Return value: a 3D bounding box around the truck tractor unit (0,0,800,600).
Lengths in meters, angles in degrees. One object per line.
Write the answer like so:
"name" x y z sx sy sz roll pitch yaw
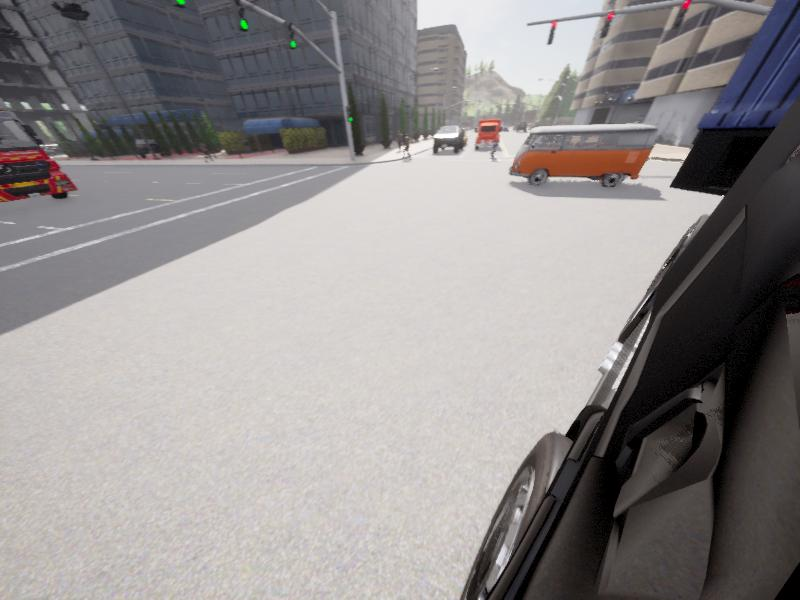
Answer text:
"truck tractor unit" 2.645 -0.295 0.351 6.516 4.208 3.053 -28 44 -30

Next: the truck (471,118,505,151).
"truck" 9.202 -17.353 24.193 2.627 2.467 5.204 9 38 15

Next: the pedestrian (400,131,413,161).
"pedestrian" 0.526 -12.172 18.288 0.751 1.860 0.751 12 39 18

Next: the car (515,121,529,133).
"car" 29.694 -42.292 56.494 2.150 2.045 5.566 9 38 15

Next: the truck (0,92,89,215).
"truck" -19.604 -6.239 10.030 8.468 3.827 2.891 9 38 15

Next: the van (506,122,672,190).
"van" 6.910 -5.761 9.257 4.442 1.987 1.775 9 38 15

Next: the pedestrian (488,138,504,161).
"pedestrian" 6.745 -10.619 16.291 0.751 1.300 0.751 6 38 12

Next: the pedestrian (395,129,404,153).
"pedestrian" -0.025 -15.457 22.456 0.751 1.860 0.751 4 37 9

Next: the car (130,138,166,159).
"car" -34.028 -20.551 31.266 2.390 2.098 6.274 -30 45 -31

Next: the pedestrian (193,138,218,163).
"pedestrian" -17.832 -13.669 21.190 0.751 1.860 0.751 9 38 15

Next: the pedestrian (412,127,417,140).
"pedestrian" 2.761 -30.814 42.743 0.751 1.860 0.751 10 39 16

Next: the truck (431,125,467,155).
"truck" 4.966 -16.044 23.022 2.390 2.098 6.274 9 38 16

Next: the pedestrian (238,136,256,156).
"pedestrian" -17.410 -17.553 26.346 0.751 1.860 0.751 3 37 7

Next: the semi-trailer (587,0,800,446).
"semi-trailer" 9.968 -2.083 2.103 14.254 4.402 2.717 -9 37 -8

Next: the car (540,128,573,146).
"car" 16.940 -17.863 25.244 1.812 1.442 4.674 9 38 15

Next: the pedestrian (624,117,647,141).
"pedestrian" 23.213 -16.806 22.794 0.751 1.860 0.751 11 39 17

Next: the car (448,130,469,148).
"car" 7.429 -20.369 29.078 1.801 1.575 5.366 9 38 16
